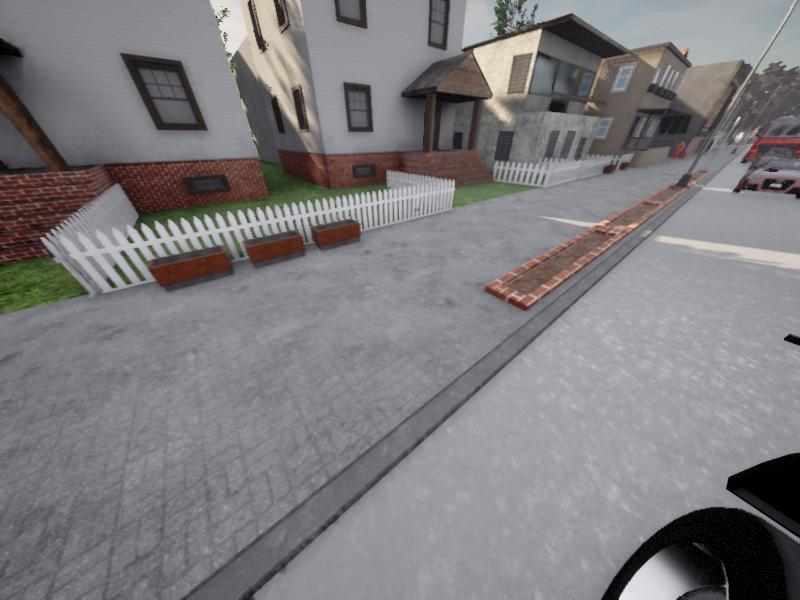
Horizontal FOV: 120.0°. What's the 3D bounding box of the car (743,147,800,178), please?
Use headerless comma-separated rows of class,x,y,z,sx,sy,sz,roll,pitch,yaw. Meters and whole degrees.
car,26.075,-9.690,16.127,3.705,1.549,1.789,-25,42,-30

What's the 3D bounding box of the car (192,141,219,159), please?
car,-26.003,-20.248,31.041,1.905,1.878,3.866,-17,39,-23

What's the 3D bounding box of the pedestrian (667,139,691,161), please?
pedestrian,28.215,-15.163,23.385,0.751,1.860,0.751,-23,41,-29

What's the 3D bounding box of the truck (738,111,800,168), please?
truck,35.781,-15.047,21.692,8.468,3.827,2.891,-24,42,-30

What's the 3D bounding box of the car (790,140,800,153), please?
car,66.066,-24.981,37.564,4.974,1.542,2.038,-25,42,-30

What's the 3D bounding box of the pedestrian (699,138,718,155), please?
pedestrian,42.225,-21.049,31.637,0.751,1.860,0.751,-23,41,-29

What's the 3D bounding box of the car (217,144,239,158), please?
car,-23.860,-20.790,32.091,1.845,1.501,3.633,-17,39,-23

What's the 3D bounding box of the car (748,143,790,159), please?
car,44.888,-18.238,28.186,4.792,1.488,2.163,-24,42,-30

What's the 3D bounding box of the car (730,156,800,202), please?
car,17.589,-5.745,10.751,4.181,1.385,1.994,-24,42,-30
